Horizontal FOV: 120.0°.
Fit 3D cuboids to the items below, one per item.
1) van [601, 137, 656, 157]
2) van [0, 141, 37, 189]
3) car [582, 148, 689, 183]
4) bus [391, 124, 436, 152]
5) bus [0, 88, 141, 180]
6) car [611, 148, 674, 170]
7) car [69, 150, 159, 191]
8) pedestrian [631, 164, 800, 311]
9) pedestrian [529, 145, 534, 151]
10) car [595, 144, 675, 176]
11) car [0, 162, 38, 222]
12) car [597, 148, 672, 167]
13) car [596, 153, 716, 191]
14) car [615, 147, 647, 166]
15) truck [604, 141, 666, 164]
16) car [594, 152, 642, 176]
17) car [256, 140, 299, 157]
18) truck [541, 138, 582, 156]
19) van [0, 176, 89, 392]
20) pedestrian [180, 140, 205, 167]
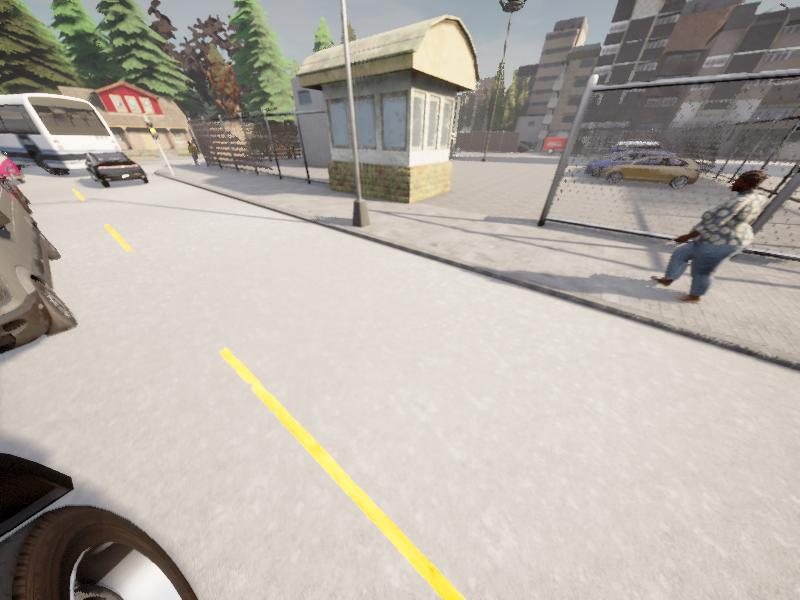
[{"bbox_3d":[37.997,-25.626,38.672,5.915,2.561,1.988,24,41,29],"label":"van"},{"bbox_3d":[-22.223,-7.172,12.136,4.442,1.987,1.775,15,37,20],"label":"van"},{"bbox_3d":[15.524,-9.210,15.664,4.611,1.667,2.242,24,41,29],"label":"car"},{"bbox_3d":[2.973,-33.418,47.838,3.944,4.253,10.273,24,41,29],"label":"bus"},{"bbox_3d":[-25.081,-11.301,16.015,10.273,4.253,3.944,11,36,14],"label":"bus"},{"bbox_3d":[22.124,-13.031,21.299,3.633,1.501,1.845,24,41,29],"label":"car"},{"bbox_3d":[-16.034,-7.383,12.927,4.902,1.511,2.128,24,41,29],"label":"car"},{"bbox_3d":[4.568,-0.873,3.386,0.751,1.860,0.751,-15,38,-21],"label":"pedestrian"},{"bbox_3d":[28.425,-32.800,49.795,0.500,1.100,0.500,1,35,1],"label":"pedestrian"},{"bbox_3d":[18.307,-11.163,18.296,3.866,1.878,1.905,24,41,29],"label":"car"},{"bbox_3d":[-14.089,-3.626,7.567,3.705,1.549,1.789,23,41,29],"label":"car"},{"bbox_3d":[24.608,-15.258,24.607,5.357,1.415,2.033,24,41,29],"label":"car"},{"bbox_3d":[14.205,-7.451,13.262,4.193,1.474,1.816,24,41,29],"label":"car"},{"bbox_3d":[24.344,-15.269,24.495,1.789,1.547,3.705,24,41,29],"label":"car"},{"bbox_3d":[27.123,-17.260,26.946,4.478,2.038,2.069,24,41,29],"label":"truck"},{"bbox_3d":[16.315,-10.310,17.420,2.207,1.379,1.481,24,41,29],"label":"car"},{"bbox_3d":[-16.946,-21.158,32.207,1.932,1.855,4.605,23,41,28],"label":"car"},{"bbox_3d":[28.182,-26.914,40.444,5.204,2.467,2.627,23,41,29],"label":"truck"},{"bbox_3d":[-6.875,-0.960,2.998,5.915,2.561,1.988,24,42,30],"label":"van"},{"bbox_3d":[-17.014,-12.032,18.992,0.751,1.860,0.751,-17,39,-23],"label":"pedestrian"}]
